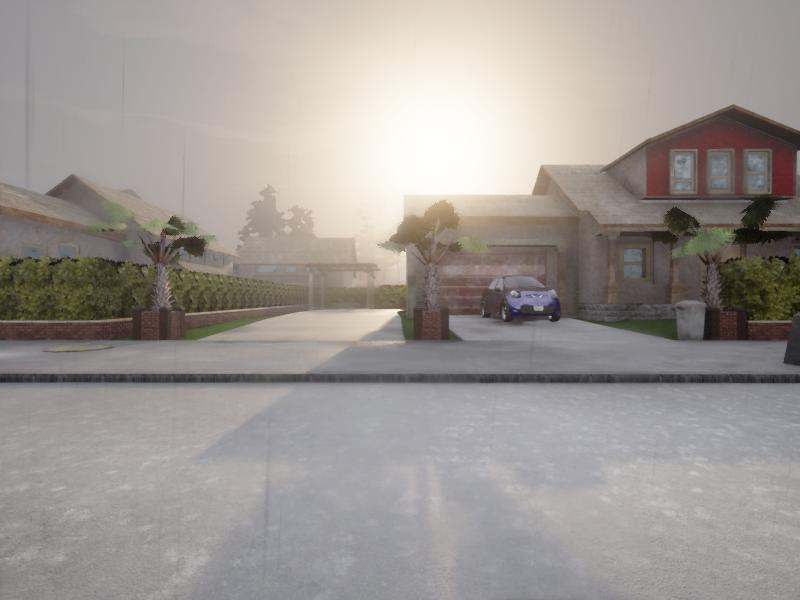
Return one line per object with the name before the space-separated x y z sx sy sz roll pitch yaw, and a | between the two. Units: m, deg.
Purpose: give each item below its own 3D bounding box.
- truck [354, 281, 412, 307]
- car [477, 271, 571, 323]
truck | -2.477 -0.921 60.272 8.468 3.827 2.891 0 0 0
car | 3.891 -0.082 13.247 1.845 1.501 3.633 0 0 -3
